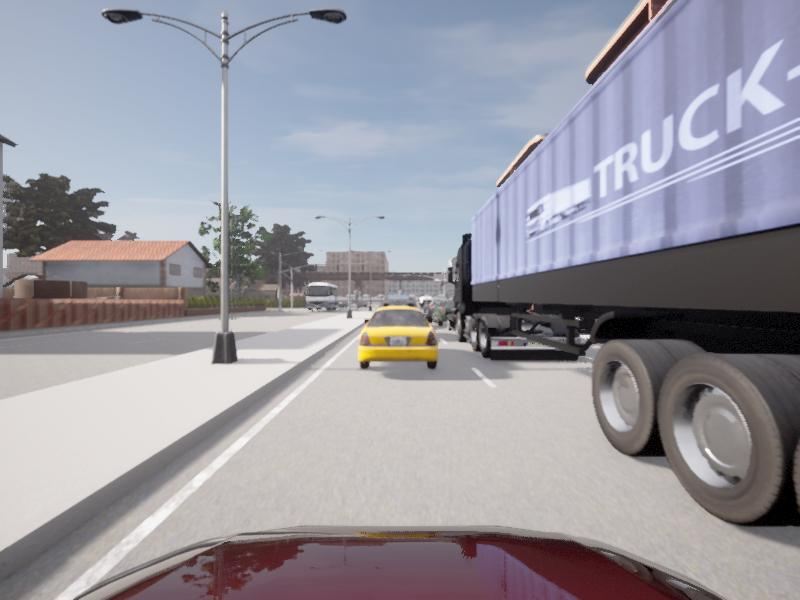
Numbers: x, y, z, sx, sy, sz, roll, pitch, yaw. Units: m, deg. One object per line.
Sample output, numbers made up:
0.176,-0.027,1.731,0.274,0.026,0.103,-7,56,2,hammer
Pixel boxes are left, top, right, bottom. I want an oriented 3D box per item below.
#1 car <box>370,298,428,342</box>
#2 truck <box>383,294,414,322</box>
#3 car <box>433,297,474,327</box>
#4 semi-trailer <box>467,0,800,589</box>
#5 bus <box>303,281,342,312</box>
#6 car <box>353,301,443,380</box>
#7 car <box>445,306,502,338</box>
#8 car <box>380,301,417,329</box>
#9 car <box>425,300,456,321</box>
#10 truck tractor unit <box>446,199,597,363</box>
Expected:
-0.074,0.778,17.764,2.242,1.667,4.611,0,0,0,car
-0.138,0.584,33.321,2.390,2.098,6.274,0,0,0,truck
3.390,0.727,26.421,2.097,1.767,4.553,0,0,0,car
3.531,-0.610,5.584,2.717,4.402,14.254,0,0,0,semi-trailer
-11.632,-0.456,61.441,3.944,4.253,10.273,0,0,0,bus
-0.046,0.815,10.689,1.801,1.575,5.366,0,0,0,car
3.419,0.968,19.522,1.895,1.301,4.718,0,0,0,car
-0.103,0.857,24.571,2.038,1.542,4.974,0,0,0,car
3.355,0.823,34.428,2.152,1.651,5.027,0,0,0,car
3.481,-0.489,13.500,3.053,4.208,6.516,0,0,-1,truck tractor unit
